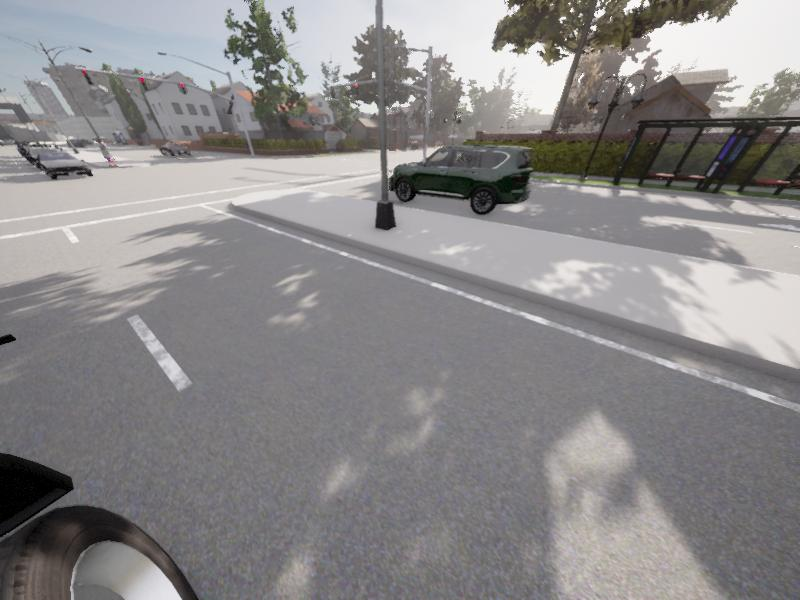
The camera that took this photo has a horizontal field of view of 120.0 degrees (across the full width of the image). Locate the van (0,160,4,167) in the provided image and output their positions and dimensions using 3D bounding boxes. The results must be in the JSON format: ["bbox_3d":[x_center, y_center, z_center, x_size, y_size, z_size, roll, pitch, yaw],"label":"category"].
[{"bbox_3d":[-37.002,-12.712,19.964,4.480,2.038,2.069,22,40,28],"label":"van"}]

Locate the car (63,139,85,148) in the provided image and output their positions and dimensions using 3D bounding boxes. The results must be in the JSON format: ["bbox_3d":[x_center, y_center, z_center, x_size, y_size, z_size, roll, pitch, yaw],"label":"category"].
[{"bbox_3d":[-75.976,-36.455,53.778,4.856,1.649,2.033,22,41,28],"label":"car"}]

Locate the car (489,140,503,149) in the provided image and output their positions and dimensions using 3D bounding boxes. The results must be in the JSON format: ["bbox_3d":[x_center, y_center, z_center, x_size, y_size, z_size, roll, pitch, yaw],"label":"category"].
[{"bbox_3d":[24.760,-40.269,59.631,1.932,1.855,4.605,22,41,27],"label":"car"}]

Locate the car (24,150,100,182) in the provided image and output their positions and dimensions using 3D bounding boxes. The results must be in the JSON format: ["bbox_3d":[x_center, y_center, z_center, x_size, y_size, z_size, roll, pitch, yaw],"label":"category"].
[{"bbox_3d":[-22.585,-9.053,15.419,5.357,1.411,2.033,22,41,28],"label":"car"}]

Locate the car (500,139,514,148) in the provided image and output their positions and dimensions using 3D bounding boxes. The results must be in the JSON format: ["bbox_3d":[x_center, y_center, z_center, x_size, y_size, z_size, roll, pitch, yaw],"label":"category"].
[{"bbox_3d":[31.134,-45.674,67.152,2.150,2.045,5.566,22,41,27],"label":"car"}]

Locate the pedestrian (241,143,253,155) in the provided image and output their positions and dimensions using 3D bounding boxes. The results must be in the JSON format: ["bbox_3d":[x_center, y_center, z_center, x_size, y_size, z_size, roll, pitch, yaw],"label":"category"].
[{"bbox_3d":[-21.378,-21.088,32.293,0.751,1.300,0.751,20,40,26],"label":"pedestrian"}]

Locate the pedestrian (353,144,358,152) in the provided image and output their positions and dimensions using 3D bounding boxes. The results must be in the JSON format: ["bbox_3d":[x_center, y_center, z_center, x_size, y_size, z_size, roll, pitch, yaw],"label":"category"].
[{"bbox_3d":[-7.516,-25.382,38.666,0.500,1.100,0.500,23,41,29],"label":"pedestrian"}]

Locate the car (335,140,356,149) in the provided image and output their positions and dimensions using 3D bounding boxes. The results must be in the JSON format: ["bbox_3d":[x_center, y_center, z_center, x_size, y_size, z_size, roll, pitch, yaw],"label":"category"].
[{"bbox_3d":[-10.975,-31.306,46.431,3.806,1.475,1.970,22,41,28],"label":"car"}]

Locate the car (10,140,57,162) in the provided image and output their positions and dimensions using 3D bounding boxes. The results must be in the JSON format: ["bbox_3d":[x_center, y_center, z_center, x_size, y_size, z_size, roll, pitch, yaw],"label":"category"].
[{"bbox_3d":[-39.639,-16.183,25.001,3.866,1.878,1.905,22,41,28],"label":"car"}]

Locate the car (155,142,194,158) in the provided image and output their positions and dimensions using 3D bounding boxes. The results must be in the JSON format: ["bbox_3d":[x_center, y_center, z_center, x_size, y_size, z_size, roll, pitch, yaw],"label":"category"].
[{"bbox_3d":[-30.765,-20.551,31.497,5.027,1.651,2.152,22,41,28],"label":"car"}]

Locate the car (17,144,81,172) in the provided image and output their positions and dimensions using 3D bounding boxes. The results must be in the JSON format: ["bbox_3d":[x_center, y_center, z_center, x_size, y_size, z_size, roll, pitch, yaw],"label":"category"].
[{"bbox_3d":[-28.645,-11.640,18.838,5.238,1.638,1.930,22,40,27],"label":"car"}]

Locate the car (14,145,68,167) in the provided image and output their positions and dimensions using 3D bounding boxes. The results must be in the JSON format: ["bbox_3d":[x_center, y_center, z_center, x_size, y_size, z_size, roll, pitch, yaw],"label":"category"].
[{"bbox_3d":[-34.416,-13.895,22.141,4.792,1.488,2.163,22,41,28],"label":"car"}]

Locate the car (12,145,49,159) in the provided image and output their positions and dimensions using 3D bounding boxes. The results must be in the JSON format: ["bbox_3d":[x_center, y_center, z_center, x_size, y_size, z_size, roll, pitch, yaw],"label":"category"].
[{"bbox_3d":[-46.451,-18.707,29.056,4.718,1.301,1.895,22,41,28],"label":"car"}]

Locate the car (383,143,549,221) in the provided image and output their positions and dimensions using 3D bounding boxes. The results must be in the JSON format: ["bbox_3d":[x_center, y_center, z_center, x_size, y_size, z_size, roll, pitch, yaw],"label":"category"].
[{"bbox_3d":[2.217,-4.874,9.080,5.566,2.045,2.150,22,41,28],"label":"car"}]

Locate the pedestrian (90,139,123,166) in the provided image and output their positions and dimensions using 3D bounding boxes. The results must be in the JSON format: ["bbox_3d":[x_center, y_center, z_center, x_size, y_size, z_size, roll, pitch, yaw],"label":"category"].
[{"bbox_3d":[-24.435,-12.276,19.272,0.751,1.860,0.751,15,38,20],"label":"pedestrian"}]

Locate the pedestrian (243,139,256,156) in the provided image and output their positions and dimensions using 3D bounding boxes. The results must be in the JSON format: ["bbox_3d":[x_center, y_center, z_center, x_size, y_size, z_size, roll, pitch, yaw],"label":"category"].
[{"bbox_3d":[-20.153,-20.484,30.956,0.751,1.860,0.751,18,39,24],"label":"pedestrian"}]
